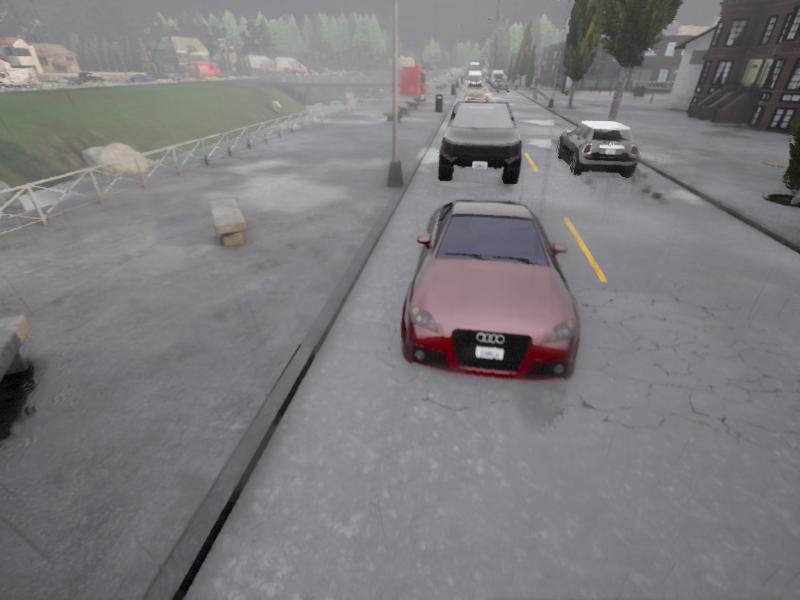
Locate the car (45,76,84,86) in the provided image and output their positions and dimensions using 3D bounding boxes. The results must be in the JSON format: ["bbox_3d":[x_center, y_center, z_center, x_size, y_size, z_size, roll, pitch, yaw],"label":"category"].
[{"bbox_3d":[-54.443,-35.613,65.049,1.895,1.301,4.718,5,31,8],"label":"car"}]

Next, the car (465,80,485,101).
[{"bbox_3d":[8.094,-22.762,43.312,1.932,1.855,4.605,5,30,8],"label":"car"}]

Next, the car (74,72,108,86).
[{"bbox_3d":[-50.338,-36.001,65.210,1.905,1.878,3.866,5,31,8],"label":"car"}]

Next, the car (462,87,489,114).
[{"bbox_3d":[6.069,-16.157,32.252,1.801,1.575,5.366,5,30,8],"label":"car"}]

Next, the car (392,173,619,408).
[{"bbox_3d":[1.233,-0.597,5.719,1.994,1.385,4.181,5,30,8],"label":"car"}]

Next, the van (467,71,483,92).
[{"bbox_3d":[10.979,-32.301,59.000,1.988,2.561,5.915,5,31,8],"label":"van"}]

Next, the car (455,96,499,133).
[{"bbox_3d":[4.413,-10.834,23.172,2.128,1.511,4.902,5,30,8],"label":"car"}]

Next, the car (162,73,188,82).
[{"bbox_3d":[-46.975,-46.570,83.766,2.163,1.488,4.792,5,31,8],"label":"car"}]

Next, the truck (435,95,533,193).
[{"bbox_3d":[2.693,-5.578,13.553,2.390,2.098,6.274,5,31,8],"label":"truck"}]

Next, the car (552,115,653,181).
[{"bbox_3d":[6.780,-5.395,13.912,1.970,1.475,3.806,5,31,7],"label":"car"}]

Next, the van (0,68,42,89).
[{"bbox_3d":[-55.787,-31.804,57.379,2.351,2.431,6.366,5,31,8],"label":"van"}]

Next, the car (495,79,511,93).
[{"bbox_3d":[14.537,-30.263,56.561,1.789,1.549,3.705,5,31,8],"label":"car"}]

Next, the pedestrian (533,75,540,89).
[{"bbox_3d":[21.673,-34.574,63.505,0.751,1.860,0.751,5,31,8],"label":"pedestrian"}]

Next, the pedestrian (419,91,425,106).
[{"bbox_3d":[1.888,-17.258,34.301,0.500,1.100,0.500,4,30,6],"label":"pedestrian"}]

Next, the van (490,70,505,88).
[{"bbox_3d":[17.338,-39.638,71.666,1.988,2.561,5.915,5,31,8],"label":"van"}]
